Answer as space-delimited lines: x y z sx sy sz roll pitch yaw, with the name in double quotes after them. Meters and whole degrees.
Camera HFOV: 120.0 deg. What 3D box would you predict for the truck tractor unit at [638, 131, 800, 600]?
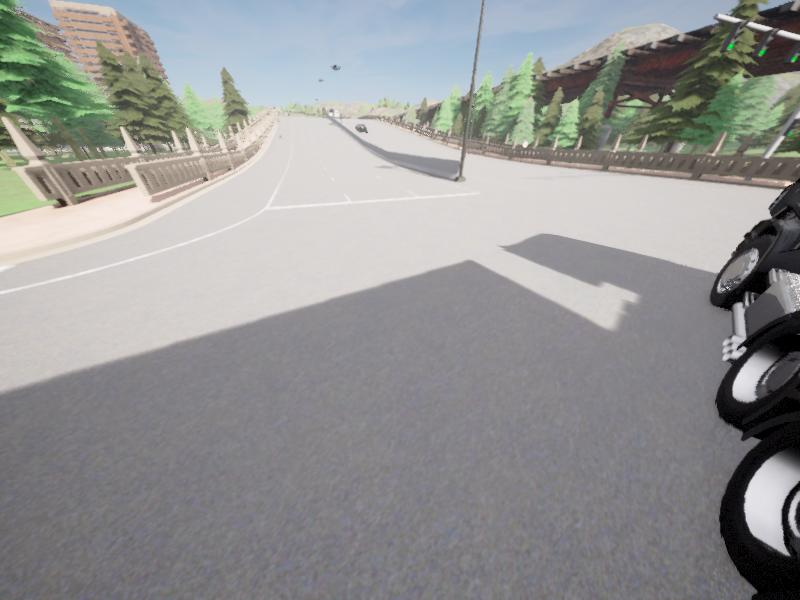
4.868 -0.486 1.068 6.516 4.208 3.053 -27 43 -34 "truck tractor unit"
